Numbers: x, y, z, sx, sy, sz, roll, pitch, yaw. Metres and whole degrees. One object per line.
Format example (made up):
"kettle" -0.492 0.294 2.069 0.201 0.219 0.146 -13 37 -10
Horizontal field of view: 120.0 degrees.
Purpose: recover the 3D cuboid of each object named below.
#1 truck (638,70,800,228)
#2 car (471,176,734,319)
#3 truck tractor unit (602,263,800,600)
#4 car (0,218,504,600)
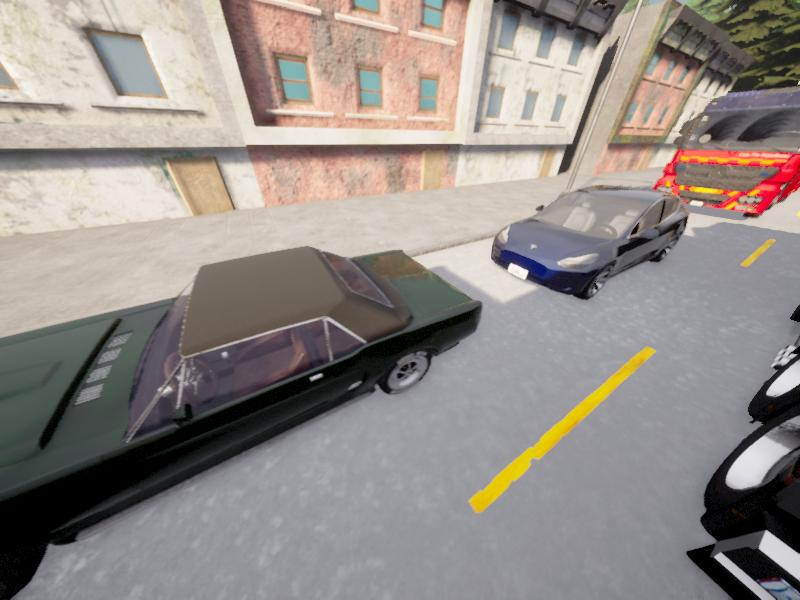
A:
"truck" 14.134 -5.822 9.100 8.468 3.827 2.891 -18 39 -25
"car" 4.200 -1.528 4.922 4.792 1.488 2.163 -18 39 -24
"truck tractor unit" 5.112 -0.298 0.789 6.516 4.208 3.053 -18 39 -24
"car" -1.529 0.426 2.241 4.718 1.301 1.895 -18 39 -25
